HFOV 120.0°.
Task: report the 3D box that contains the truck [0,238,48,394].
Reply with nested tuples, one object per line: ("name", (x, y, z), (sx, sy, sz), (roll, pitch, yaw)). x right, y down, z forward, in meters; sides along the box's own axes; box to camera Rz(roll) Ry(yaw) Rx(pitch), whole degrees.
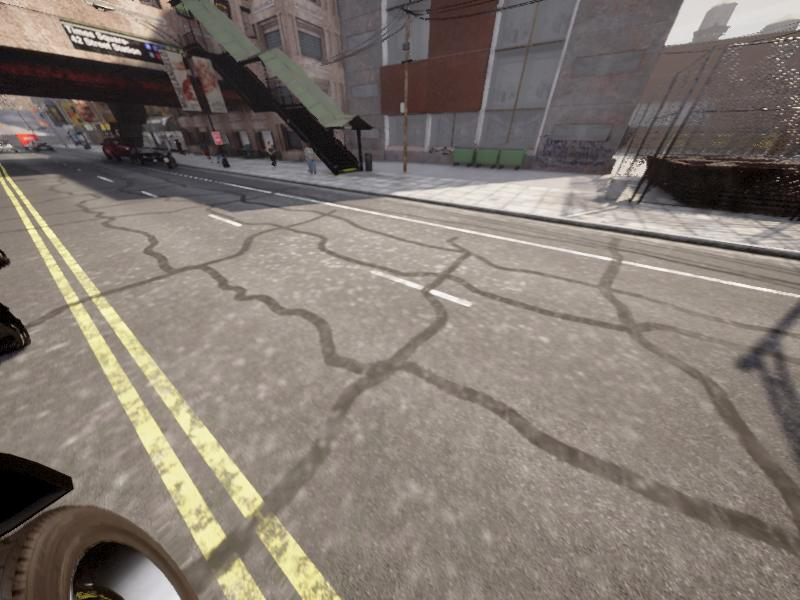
("truck", (-7.347, -0.465, 2.688), (6.274, 2.098, 2.390), (21, 40, 27))

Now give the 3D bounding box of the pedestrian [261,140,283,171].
("pedestrian", (-9.443, -10.684, 17.086), (0.751, 1.860, 0.751), (25, 42, 31))

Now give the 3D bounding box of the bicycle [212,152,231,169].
("bicycle", (-14.335, -11.216, 18.544), (1.643, 1.024, 0.373), (21, 30, 27))

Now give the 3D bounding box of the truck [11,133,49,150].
("truck", (-70.171, -30.042, 43.812), (5.204, 2.467, 2.627), (21, 40, 27))

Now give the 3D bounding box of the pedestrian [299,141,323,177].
("pedestrian", (-5.631, -8.953, 14.661), (0.751, 1.860, 0.751), (22, 41, 28))

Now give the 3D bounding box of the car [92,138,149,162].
("car", (-30.929, -16.688, 25.573), (5.566, 2.045, 2.435), (21, 40, 27))

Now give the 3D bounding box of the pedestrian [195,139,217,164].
("pedestrian", (-17.609, -13.492, 21.001), (0.751, 1.860, 0.751), (20, 40, 26))

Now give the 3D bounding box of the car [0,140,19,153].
("car", (-63.164, -24.503, 36.826), (3.988, 1.617, 1.851), (21, 40, 27))

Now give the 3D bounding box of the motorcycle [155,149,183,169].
("motorcycle", (-19.342, -11.867, 19.448), (0.764, 1.277, 2.356), (-16, 38, -22))

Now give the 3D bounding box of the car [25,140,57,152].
("car", (-59.682, -25.594, 38.355), (4.974, 1.542, 2.038), (21, 40, 27))

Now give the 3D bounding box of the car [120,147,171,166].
("car", (-24.762, -14.014, 22.466), (4.718, 1.301, 1.895), (21, 40, 27))

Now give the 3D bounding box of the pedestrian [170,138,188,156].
("pedestrian", (-27.409, -18.951, 28.667), (0.751, 1.860, 0.751), (16, 38, 21))
